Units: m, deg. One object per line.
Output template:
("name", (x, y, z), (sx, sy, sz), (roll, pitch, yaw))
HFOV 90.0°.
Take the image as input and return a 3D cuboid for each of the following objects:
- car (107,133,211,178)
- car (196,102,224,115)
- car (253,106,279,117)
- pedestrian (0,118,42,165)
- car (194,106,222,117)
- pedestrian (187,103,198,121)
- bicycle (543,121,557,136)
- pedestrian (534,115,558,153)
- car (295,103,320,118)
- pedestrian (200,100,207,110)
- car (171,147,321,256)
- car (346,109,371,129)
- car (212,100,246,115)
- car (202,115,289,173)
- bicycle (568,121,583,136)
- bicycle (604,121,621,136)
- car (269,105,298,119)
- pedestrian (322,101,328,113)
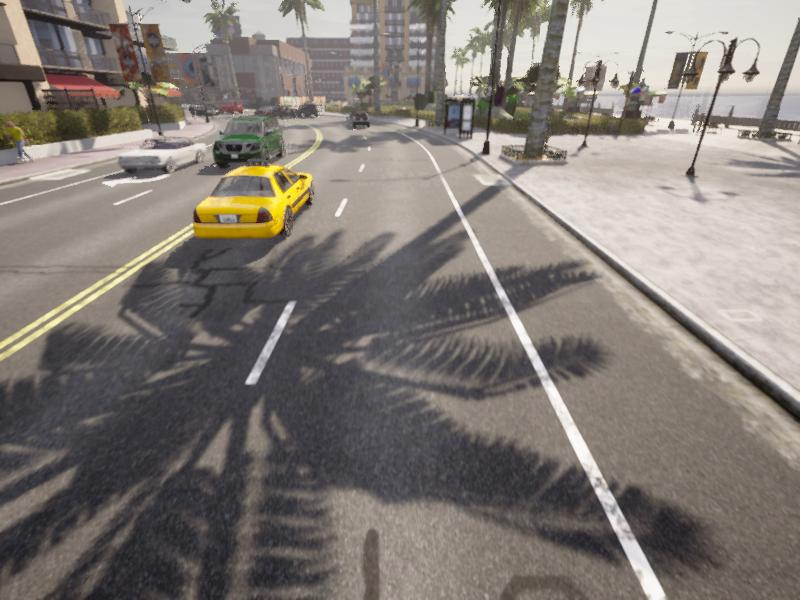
("car", (-10.590, -6.634, 18.080), (1.895, 1.301, 4.718), (0, 27, -1))
("car", (-31.127, -31.389, 65.552), (3.866, 1.878, 1.905), (16, 31, 29))
("car", (-20.915, -29.404, 62.264), (1.994, 1.385, 4.181), (-24, 35, -38))
("pedestrian", (-17.153, -7.127, 18.003), (0.751, 1.860, 0.751), (1, 27, 2))
("car", (-29.046, -28.518, 60.497), (3.806, 1.475, 1.970), (21, 34, 34))
("pedestrian", (-24.611, -22.301, 47.513), (0.751, 1.860, 0.751), (-16, 31, -28))
("bicycle", (12.101, -13.850, 32.235), (0.373, 1.024, 1.643), (0, 27, -1))
("pedestrian", (8.090, -9.238, 22.241), (0.751, 1.860, 0.751), (-3, 27, -6))
("car", (-13.530, -27.752, 58.537), (1.905, 1.878, 3.866), (-19, 33, -32))
("pedestrian", (-40.197, -39.980, 81.860), (0.751, 1.860, 0.751), (2, 27, 5))
("car", (-3.511, -2.851, 10.436), (1.801, 1.575, 5.366), (0, 27, 0))
("car", (-4.326, -18.846, 41.551), (1.851, 1.617, 3.988), (-7, 28, -14))
("car", (-29.093, -32.767, 68.062), (5.566, 2.045, 2.150), (16, 31, 29))
("car", (-7.122, -7.665, 19.281), (2.150, 2.045, 5.566), (-1, 27, -2))
("bicycle", (14.113, -13.857, 32.258), (0.373, 1.024, 1.643), (0, 27, -1))
("bicycle", (17.130, -13.867, 32.293), (0.373, 1.024, 1.643), (0, 27, -1))
("car", (-16.753, -26.993, 57.275), (2.242, 1.667, 4.611), (-18, 32, -31))
("pedestrian", (-13.179, -34.090, 70.528), (0.751, 1.860, 0.751), (0, 27, 0))
